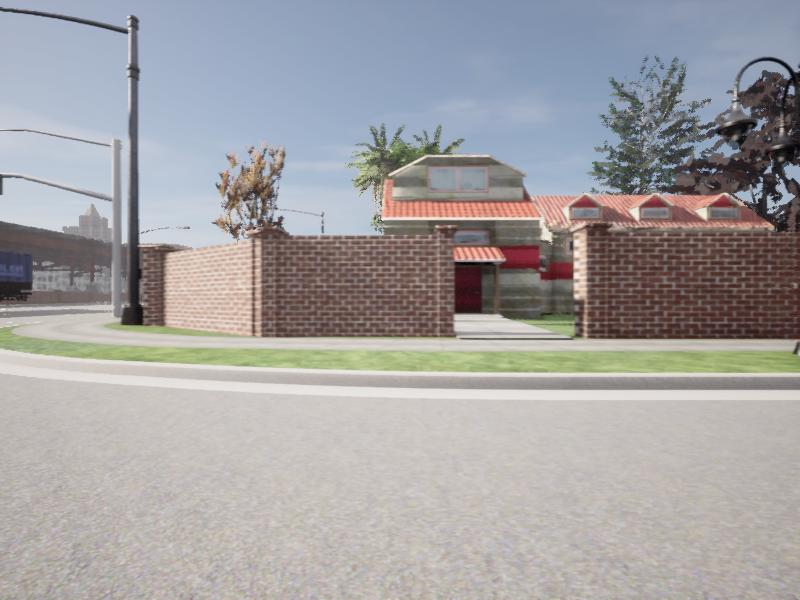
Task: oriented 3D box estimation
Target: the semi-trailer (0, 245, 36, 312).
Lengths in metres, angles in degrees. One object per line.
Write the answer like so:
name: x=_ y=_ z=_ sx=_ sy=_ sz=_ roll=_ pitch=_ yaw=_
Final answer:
semi-trailer: x=-27.720 y=-1.359 z=21.538 sx=2.717 sy=4.402 sz=14.254 roll=0 pitch=1 yaw=2
